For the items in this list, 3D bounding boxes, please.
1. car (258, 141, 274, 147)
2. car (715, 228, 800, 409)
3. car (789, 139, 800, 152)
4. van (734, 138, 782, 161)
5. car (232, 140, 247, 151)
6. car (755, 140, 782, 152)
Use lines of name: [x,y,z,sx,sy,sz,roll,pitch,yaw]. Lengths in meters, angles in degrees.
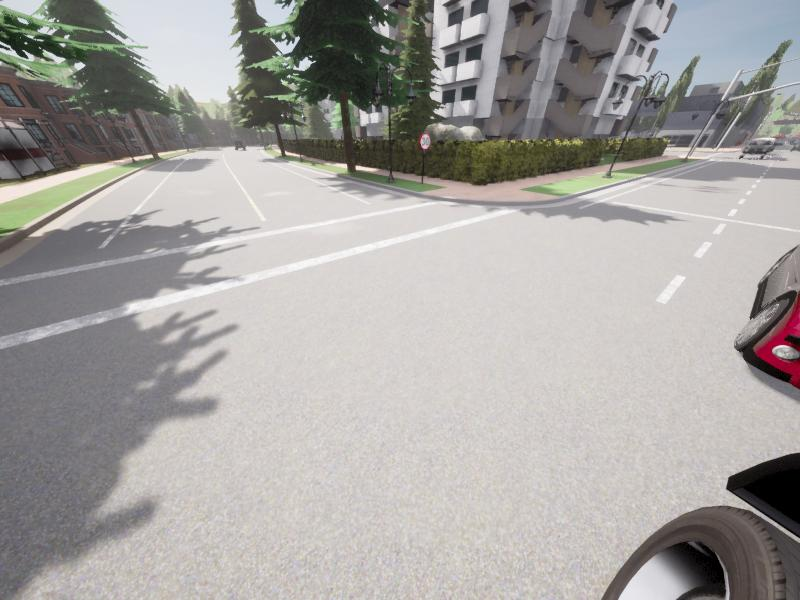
car: [-42.908,-50.263,74.255,2.033,1.411,5.357,1,35,2]
car: [5.839,0.058,2.531,3.806,1.475,1.970,-22,41,-28]
car: [67.908,-25.943,38.728,4.553,1.767,2.097,-23,41,-28]
van: [40.735,-17.208,26.293,4.480,2.038,2.069,-23,41,-28]
car: [-35.654,-34.487,51.413,1.905,1.878,3.866,-15,38,-20]
car: [62.060,-25.899,38.895,3.705,1.549,1.789,-23,41,-28]
